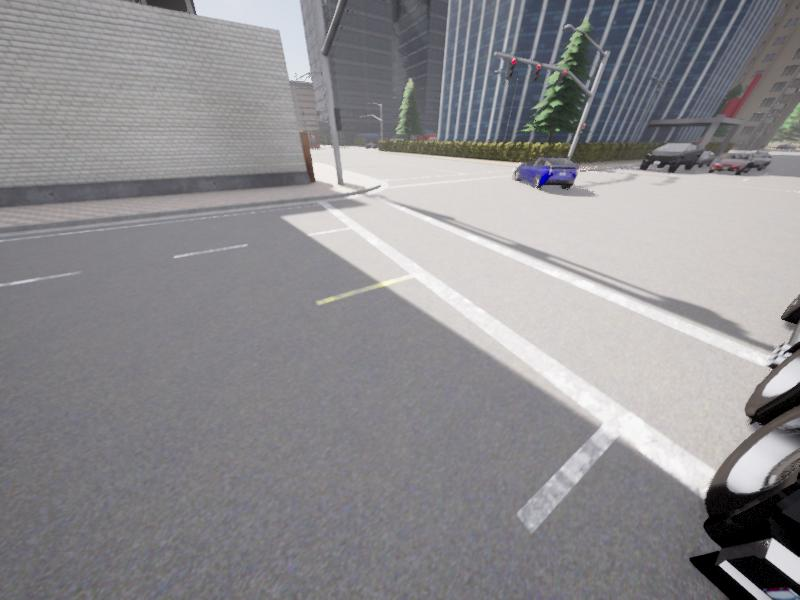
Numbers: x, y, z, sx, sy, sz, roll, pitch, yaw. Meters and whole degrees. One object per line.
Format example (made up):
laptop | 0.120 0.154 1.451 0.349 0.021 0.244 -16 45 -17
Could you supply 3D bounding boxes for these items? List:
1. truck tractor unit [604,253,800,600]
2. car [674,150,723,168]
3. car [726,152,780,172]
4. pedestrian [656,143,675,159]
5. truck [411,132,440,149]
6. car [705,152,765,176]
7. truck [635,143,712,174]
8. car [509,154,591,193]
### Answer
truck tractor unit | 5.094 -0.316 0.813 6.516 4.208 3.053 -19 39 -25
car | 31.471 -14.888 24.325 4.674 1.442 1.812 -18 39 -25
car | 34.041 -13.391 22.271 4.181 1.385 1.994 -19 39 -25
pedestrian | 36.351 -20.445 31.653 0.751 1.860 0.751 -14 37 -19
truck | 7.579 -47.830 69.275 8.468 3.827 2.891 -19 39 -25
car | 28.004 -11.432 19.318 4.193 1.474 1.816 -18 39 -25
truck | 24.687 -12.913 20.863 6.274 2.098 2.390 -18 39 -25
car | 8.527 -7.688 13.788 2.007 1.525 4.514 1 35 1
